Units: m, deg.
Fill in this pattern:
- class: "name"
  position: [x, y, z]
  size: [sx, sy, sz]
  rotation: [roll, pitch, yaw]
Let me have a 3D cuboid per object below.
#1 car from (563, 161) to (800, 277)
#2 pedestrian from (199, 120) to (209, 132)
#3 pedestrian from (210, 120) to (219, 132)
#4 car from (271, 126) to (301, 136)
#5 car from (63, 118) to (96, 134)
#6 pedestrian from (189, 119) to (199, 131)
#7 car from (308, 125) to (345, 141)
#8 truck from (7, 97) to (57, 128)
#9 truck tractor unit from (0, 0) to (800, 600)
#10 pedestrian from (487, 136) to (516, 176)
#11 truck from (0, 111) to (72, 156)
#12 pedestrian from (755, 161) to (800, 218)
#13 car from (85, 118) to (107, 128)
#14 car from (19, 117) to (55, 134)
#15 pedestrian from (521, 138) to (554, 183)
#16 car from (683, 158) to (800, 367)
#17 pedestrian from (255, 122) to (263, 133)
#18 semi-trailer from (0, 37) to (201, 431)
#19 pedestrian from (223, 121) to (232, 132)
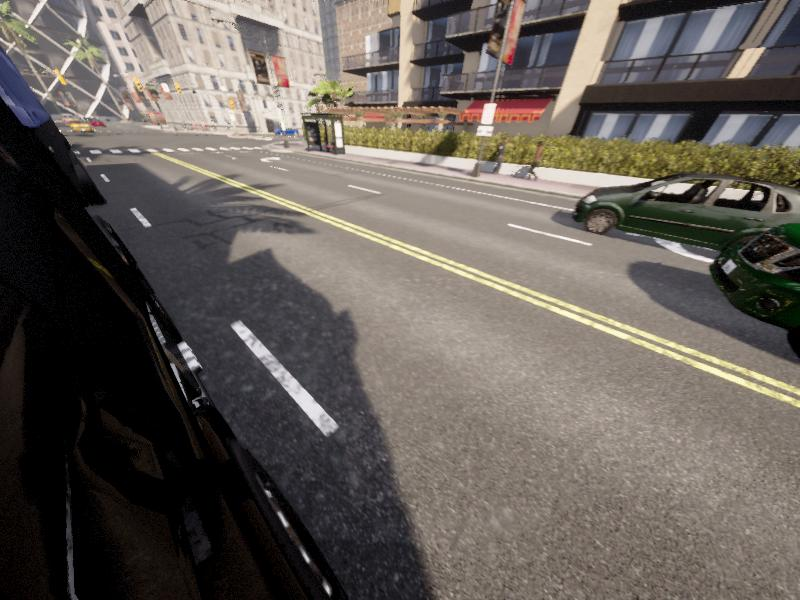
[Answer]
- class: "car"
  position: [6.949, -2.335, 5.896]
  size: [3.988, 1.617, 1.851]
  rotation: [28, 43, 29]
- class: "pedestrian"
  position: [-37.556, -33.356, 44.259]
  size: [0.751, 1.860, 0.751]
  rotation: [22, 41, 24]
- class: "pedestrian"
  position: [-36.440, -34.154, 45.402]
  size: [0.751, 1.860, 0.751]
  rotation: [31, 45, 33]
- class: "car"
  position: [-23.213, -34.563, 47.357]
  size: [1.882, 1.535, 5.008]
  rotation: [28, 43, 30]
- class: "car"
  position: [-44.558, -24.242, 32.094]
  size: [5.366, 1.575, 1.801]
  rotation: [27, 43, 29]
- class: "pedestrian"
  position: [-41.398, -35.162, 46.442]
  size: [0.751, 1.860, 0.751]
  rotation: [29, 44, 31]
- class: "car"
  position: [-12.295, -28.248, 39.136]
  size: [2.150, 2.045, 5.566]
  rotation: [27, 43, 29]
- class: "truck"
  position: [-64.012, -32.791, 40.470]
  size: [8.468, 3.827, 2.891]
  rotation: [29, 44, 31]
- class: "truck tractor unit"
  position: [-2.645, -0.295, 0.351]
  size: [6.516, 4.208, 3.053]
  rotation: [28, 44, 30]
- class: "pedestrian"
  position: [5.794, -8.246, 13.259]
  size: [0.751, 1.860, 0.751]
  rotation: [-24, 44, -31]
- class: "truck"
  position: [-24.636, -11.189, 15.380]
  size: [6.274, 2.098, 2.390]
  rotation: [31, 45, 32]
- class: "pedestrian"
  position: [13.954, -3.968, 8.027]
  size: [0.751, 1.860, 0.751]
  rotation: [26, 43, 28]
- class: "car"
  position: [-62.242, -36.274, 47.322]
  size: [4.181, 1.385, 1.994]
  rotation: [28, 43, 30]
- class: "car"
  position: [-44.935, -21.680, 28.652]
  size: [3.705, 1.549, 1.789]
  rotation: [28, 43, 30]
- class: "pedestrian"
  position: [7.067, -7.189, 11.919]
  size: [0.751, 1.860, 0.751]
  rotation: [25, 42, 27]
- class: "car"
  position: [7.187, 0.319, 1.975]
  size: [5.566, 2.045, 2.150]
  rotation: [27, 43, 29]
- class: "pedestrian"
  position: [-29.964, -36.555, 49.040]
  size: [0.751, 1.860, 0.751]
  rotation: [24, 42, 26]
- class: "semi-trailer"
  position: [-8.668, -3.617, 4.270]
  size: [14.254, 4.402, 2.717]
  rotation: [28, 44, 30]
- class: "pedestrian"
  position: [-35.492, -35.765, 47.627]
  size: [0.751, 1.860, 0.751]
  rotation: [31, 45, 33]
